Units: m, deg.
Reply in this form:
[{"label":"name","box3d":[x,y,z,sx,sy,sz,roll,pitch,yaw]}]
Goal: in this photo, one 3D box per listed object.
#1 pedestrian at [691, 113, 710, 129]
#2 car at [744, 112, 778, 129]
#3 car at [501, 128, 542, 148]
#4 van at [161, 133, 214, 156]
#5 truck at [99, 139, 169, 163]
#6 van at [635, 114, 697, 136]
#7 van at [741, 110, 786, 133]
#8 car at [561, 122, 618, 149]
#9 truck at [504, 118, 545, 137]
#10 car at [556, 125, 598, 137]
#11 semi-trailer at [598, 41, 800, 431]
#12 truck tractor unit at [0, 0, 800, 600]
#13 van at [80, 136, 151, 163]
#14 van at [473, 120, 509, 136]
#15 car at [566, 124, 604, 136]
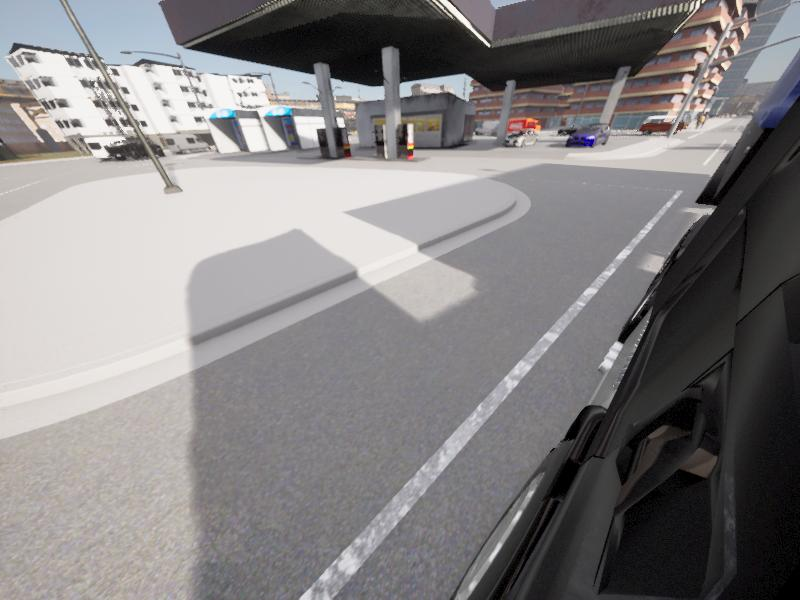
[{"label":"pedestrian","box3d":[46.004,-27.322,35.344,0.751,1.860,0.751,1,37,4]},{"label":"car","box3d":[52.769,-26.293,33.818,4.605,1.855,1.932,-29,44,-30]},{"label":"car","box3d":[12.471,-16.635,23.734,3.806,1.475,1.970,-28,44,-30]},{"label":"van","box3d":[-33.732,-24.948,36.958,1.988,2.561,5.915,5,37,10]},{"label":"truck","box3d":[-34.609,-19.745,30.439,2.390,2.098,6.274,-5,37,-3]},{"label":"van","box3d":[33.415,-22.028,29.226,2.069,2.038,4.480,-26,42,-29]},{"label":"van","box3d":[44.390,-21.857,28.288,4.480,2.038,2.069,-29,44,-29]},{"label":"car","box3d":[16.753,-14.558,20.423,4.611,1.667,2.242,-28,44,-30]},{"label":"truck","box3d":[21.604,-30.069,40.342,2.627,2.467,5.204,-29,44,-30]},{"label":"car","box3d":[27.098,-26.008,35.554,1.895,1.301,4.718,-29,44,-31]},{"label":"semi-trailer","box3d":[8.681,-3.618,4.242,14.254,4.402,2.717,-28,44,-30]},{"label":"truck tractor unit","box3d":[2.645,-0.295,0.351,6.516,4.208,3.053,-28,44,-30]},{"label":"van","box3d":[-38.156,-20.565,31.390,1.988,2.561,5.915,-3,37,0]},{"label":"van","box3d":[18.539,-35.257,47.494,2.351,2.431,6.366,-29,44,-31]},{"label":"car","box3d":[29.756,-27.502,37.319,1.994,1.385,4.181,-29,44,-31]}]
